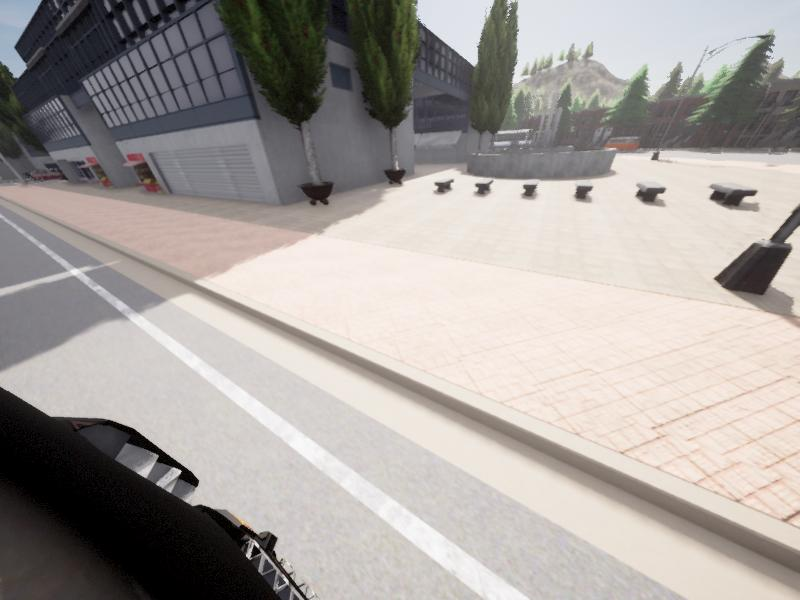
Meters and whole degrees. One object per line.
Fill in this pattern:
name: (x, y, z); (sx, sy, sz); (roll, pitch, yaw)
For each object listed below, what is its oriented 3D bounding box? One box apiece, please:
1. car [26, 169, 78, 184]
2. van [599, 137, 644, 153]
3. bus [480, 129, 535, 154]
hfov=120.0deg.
car: (-50.248, -17.951, 33.407); (1.789, 1.549, 3.705); (16, 38, 26)
van: (34.111, -23.964, 35.789); (1.775, 1.987, 4.442); (-12, 34, -13)
bus: (24.494, -36.549, 53.443); (10.273, 4.253, 3.944); (24, 42, 34)
